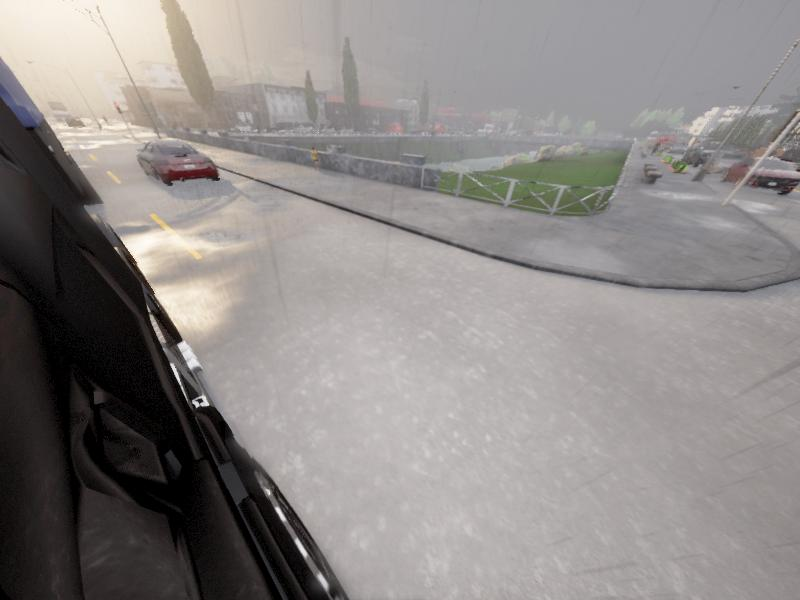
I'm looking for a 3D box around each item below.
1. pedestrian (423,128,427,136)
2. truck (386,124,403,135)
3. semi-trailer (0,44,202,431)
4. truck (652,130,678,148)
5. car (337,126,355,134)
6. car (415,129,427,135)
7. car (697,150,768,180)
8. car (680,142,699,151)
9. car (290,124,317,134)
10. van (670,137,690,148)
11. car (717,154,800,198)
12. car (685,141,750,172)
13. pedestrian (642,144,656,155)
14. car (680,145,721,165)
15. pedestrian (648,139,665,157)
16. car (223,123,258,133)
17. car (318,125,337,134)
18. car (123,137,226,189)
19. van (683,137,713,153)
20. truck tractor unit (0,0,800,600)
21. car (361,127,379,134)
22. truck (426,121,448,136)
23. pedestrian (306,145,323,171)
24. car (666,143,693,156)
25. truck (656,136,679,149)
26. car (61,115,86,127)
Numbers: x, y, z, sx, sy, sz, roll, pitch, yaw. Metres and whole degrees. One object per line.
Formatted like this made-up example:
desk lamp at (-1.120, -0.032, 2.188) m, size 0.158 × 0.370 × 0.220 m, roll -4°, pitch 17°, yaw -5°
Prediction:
pedestrian at (7.246, -48.094, 66.161) m, size 0.751 × 1.860 × 0.751 m, roll 26°, pitch 43°, yaw 28°
truck at (-1.801, -53.671, 72.742) m, size 2.627 × 2.467 × 5.204 m, roll 28°, pitch 44°, yaw 30°
semi-trailer at (-8.709, -3.597, 4.220) m, size 14.254 × 4.402 × 2.717 m, roll 28°, pitch 44°, yaw 30°
truck at (75.919, -46.323, 66.385) m, size 2.891 × 3.827 × 8.468 m, roll 28°, pitch 44°, yaw 30°
car at (-14.200, -44.786, 60.939) m, size 1.851 × 1.617 × 3.988 m, roll 28°, pitch 44°, yaw 30°
car at (7.004, -55.619, 76.663) m, size 1.816 × 1.474 × 4.193 m, roll 28°, pitch 44°, yaw 30°
car at (25.335, -10.561, 17.859) m, size 2.007 × 1.525 × 4.514 m, roll 28°, pitch 44°, yaw 30°
car at (67.300, -35.728, 53.763) m, size 1.816 × 1.474 × 4.193 m, roll 28°, pitch 44°, yaw 30°
car at (-22.109, -39.327, 53.215) m, size 2.152 × 1.651 × 5.027 m, roll 28°, pitch 44°, yaw 30°
van at (82.158, -46.334, 67.924) m, size 2.351 × 2.431 × 6.366 m, roll 28°, pitch 44°, yaw 30°
car at (20.448, -7.170, 13.062) m, size 1.882 × 1.535 × 5.008 m, roll 28°, pitch 44°, yaw 30°
car at (29.494, -13.629, 21.745) m, size 2.150 × 2.045 × 5.566 m, roll 28°, pitch 44°, yaw 30°
pedestrian at (35.320, -21.376, 32.778) m, size 0.751 × 1.300 × 0.751 m, roll 17°, pitch 39°, yaw 19°
car at (34.016, -16.577, 26.286) m, size 1.851 × 1.617 × 3.988 m, roll 28°, pitch 44°, yaw 30°
pedestrian at (33.630, -19.951, 30.322) m, size 0.751 × 1.860 × 0.751 m, roll 28°, pitch 44°, yaw 30°
car at (-30.825, -33.254, 44.714) m, size 2.038 × 1.542 × 4.974 m, roll 28°, pitch 44°, yaw 30°
car at (-18.015, -42.156, 57.223) m, size 1.851 × 1.617 × 3.988 m, roll 28°, pitch 44°, yaw 30°
car at (-9.664, -6.010, 9.906) m, size 4.181 × 1.385 × 1.994 m, roll 28°, pitch 44°, yaw 30°
van at (61.678, -32.218, 47.982) m, size 2.351 × 2.431 × 6.366 m, roll 28°, pitch 44°, yaw 30°
truck tractor unit at (-2.645, -0.295, 0.351) m, size 6.516 × 4.208 × 3.053 m, roll 28°, pitch 44°, yaw 30°
car at (-8.451, -48.762, 66.526) m, size 1.930 × 1.638 × 5.238 m, roll 28°, pitch 44°, yaw 30°
truck at (13.137, -60.752, 81.885) m, size 2.891 × 3.827 × 8.468 m, roll 28°, pitch 44°, yaw 30°
pedestrian at (-4.488, -7.464, 12.148) m, size 0.500 × 1.100 × 0.500 m, roll 28°, pitch 44°, yaw 30°
car at (46.686, -25.280, 38.646) m, size 2.038 × 1.542 × 4.974 m, roll 28°, pitch 44°, yaw 30°
truck at (66.271, -39.143, 57.416) m, size 2.627 × 2.467 × 5.204 m, roll 28°, pitch 44°, yaw 30°
car at (-61.437, -33.682, 43.506) m, size 4.974 × 1.542 × 2.038 m, roll 28°, pitch 44°, yaw 30°
